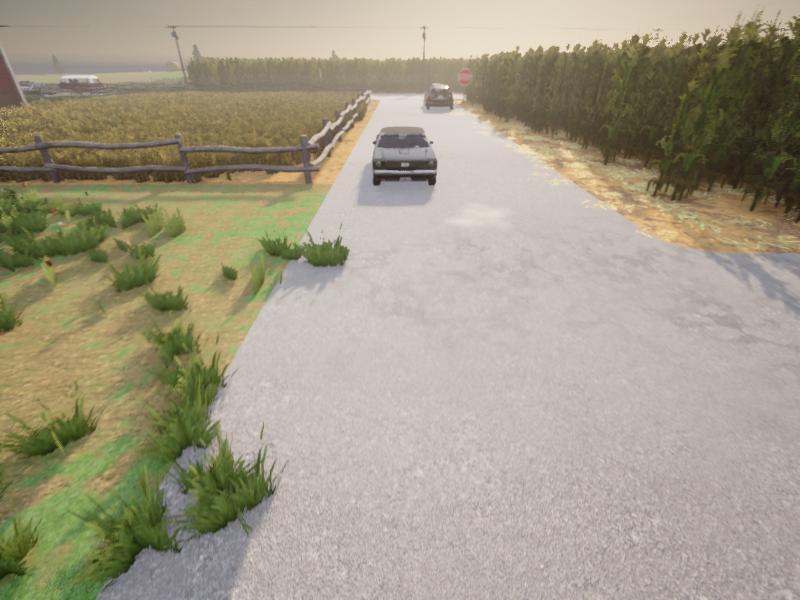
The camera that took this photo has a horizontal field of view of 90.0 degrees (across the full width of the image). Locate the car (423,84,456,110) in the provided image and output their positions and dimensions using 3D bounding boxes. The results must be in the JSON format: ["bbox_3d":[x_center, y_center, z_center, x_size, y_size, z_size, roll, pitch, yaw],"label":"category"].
[{"bbox_3d":[3.201,-16.982,33.371,2.242,1.667,4.611,0,30,0],"label":"car"}]

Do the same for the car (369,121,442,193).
[{"bbox_3d":[0.092,-4.709,12.767,1.895,1.301,4.718,-1,30,-1],"label":"car"}]

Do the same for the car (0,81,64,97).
[{"bbox_3d":[-41.858,-24.062,45.541,4.974,1.542,2.038,0,30,0],"label":"car"}]

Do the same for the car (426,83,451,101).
[{"bbox_3d":[4.080,-21.724,41.683,1.970,1.475,3.806,7,31,12],"label":"car"}]

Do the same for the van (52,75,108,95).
[{"bbox_3d":[-38.457,-25.861,48.180,4.480,2.038,2.069,0,30,0],"label":"van"}]
